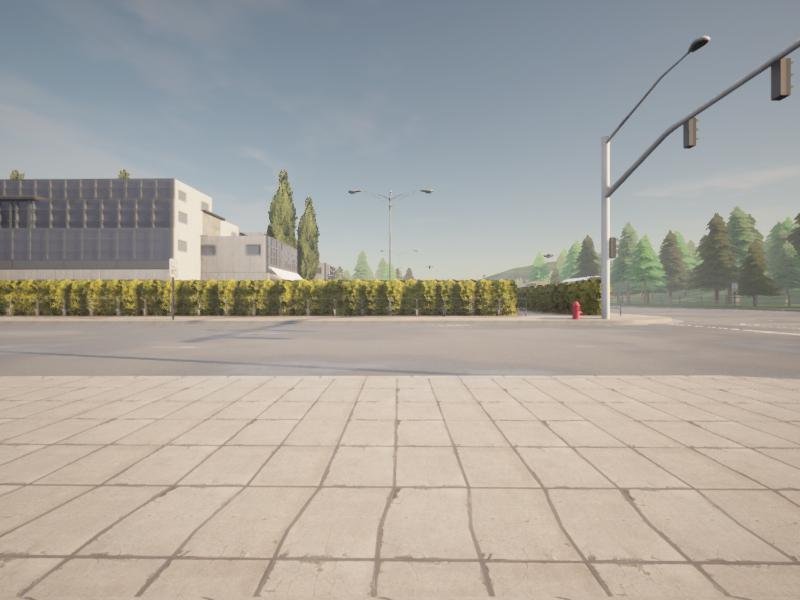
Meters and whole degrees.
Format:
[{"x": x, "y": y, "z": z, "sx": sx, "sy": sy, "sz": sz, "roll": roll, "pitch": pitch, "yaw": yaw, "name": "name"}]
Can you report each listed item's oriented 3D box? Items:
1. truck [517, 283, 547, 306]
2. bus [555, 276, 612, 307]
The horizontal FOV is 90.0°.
[{"x": 23.899, "y": -0.945, "z": 72.860, "sx": 2.891, "sy": 3.827, "sz": 8.468, "roll": 0, "pitch": 0, "yaw": 1, "name": "truck"}, {"x": 27.058, "y": -1.157, "z": 59.693, "sx": 3.944, "sy": 4.253, "sz": 10.273, "roll": 0, "pitch": 0, "yaw": 1, "name": "bus"}]
